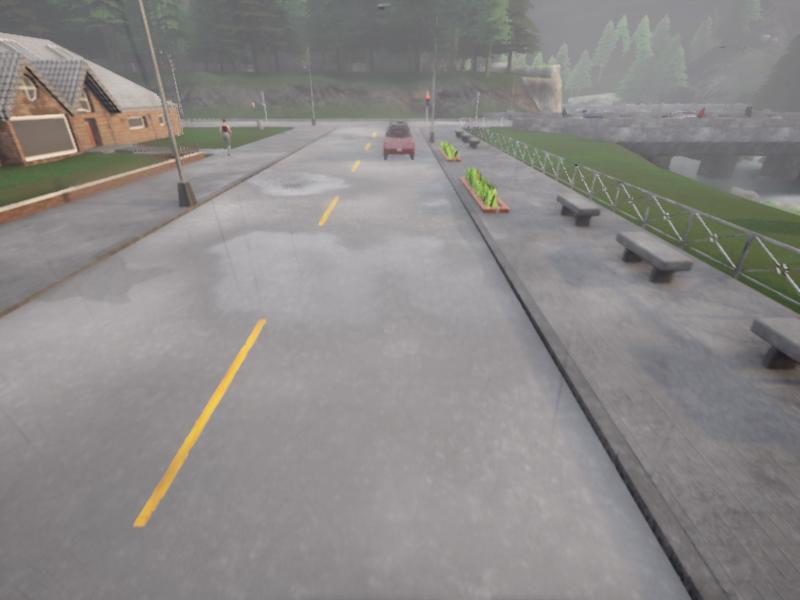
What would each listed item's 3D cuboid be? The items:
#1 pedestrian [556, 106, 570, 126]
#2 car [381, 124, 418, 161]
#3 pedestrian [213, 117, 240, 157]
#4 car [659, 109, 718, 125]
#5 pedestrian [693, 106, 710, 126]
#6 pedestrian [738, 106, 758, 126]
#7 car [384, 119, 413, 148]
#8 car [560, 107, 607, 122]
[{"bbox_3d":[16.865,-19.031,41.386,0.751,1.860,0.751,0,27,0],"label":"pedestrian"},{"bbox_3d":[-0.048,-8.643,21.806,1.845,1.501,3.633,0,27,0],"label":"car"},{"bbox_3d":[-9.113,-8.567,21.022,0.751,1.860,0.751,0,27,0],"label":"pedestrian"},{"bbox_3d":[33.329,-21.232,46.332,4.974,1.542,2.038,0,27,0],"label":"car"},{"bbox_3d":[31.773,-19.447,42.209,0.751,1.860,0.751,4,27,8],"label":"pedestrian"},{"bbox_3d":[36.158,-19.114,41.558,0.751,1.860,0.751,-6,28,-11],"label":"pedestrian"},{"bbox_3d":[-0.095,-11.342,27.131,1.816,1.474,4.193,0,27,0],"label":"car"},{"bbox_3d":[22.767,-23.109,49.840,4.611,1.667,2.242,0,27,0],"label":"car"}]
